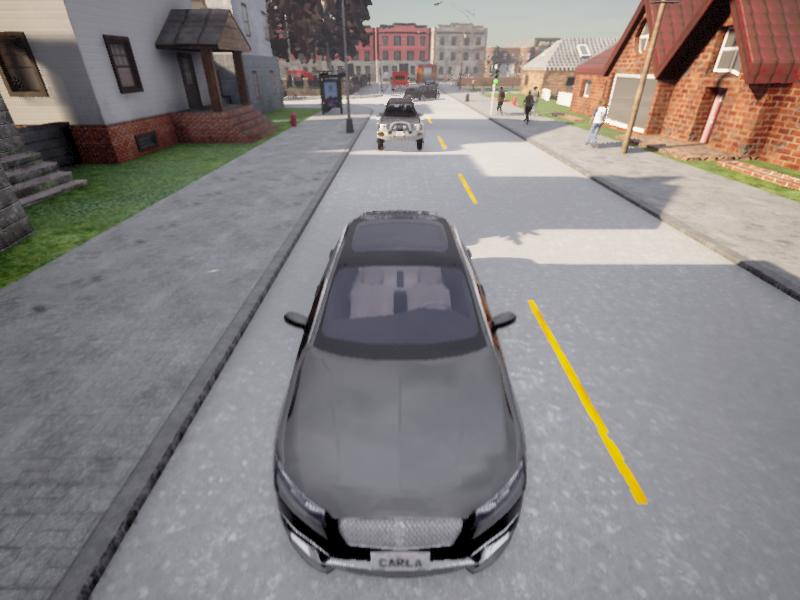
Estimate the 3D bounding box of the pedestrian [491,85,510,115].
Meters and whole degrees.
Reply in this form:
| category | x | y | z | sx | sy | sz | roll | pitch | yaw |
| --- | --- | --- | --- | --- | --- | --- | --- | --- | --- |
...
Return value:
| category | x | y | z | sx | sy | sz | roll | pitch | yaw |
| --- | --- | --- | --- | --- | --- | --- | --- | --- | --- |
| pedestrian | 6.950 | -13.852 | 27.706 | 0.751 | 1.860 | 0.751 | -7 | 31 | -11 |

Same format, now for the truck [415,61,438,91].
| category | x | y | z | sx | sy | sz | roll | pitch | yaw |
| --- | --- | --- | --- | --- | --- | --- | --- | --- | --- |
| truck | 4.004 | -34.987 | 62.267 | 2.891 | 3.827 | 8.468 | 0 | 30 | 0 |

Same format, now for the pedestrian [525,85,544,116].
| category | x | y | z | sx | sy | sz | roll | pitch | yaw |
| --- | --- | --- | --- | --- | --- | --- | --- | --- | --- |
| pedestrian | 9.094 | -13.551 | 27.189 | 0.751 | 1.860 | 0.751 | -1 | 30 | -2 |

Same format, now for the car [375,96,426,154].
| category | x | y | z | sx | sy | sz | roll | pitch | yaw |
| --- | --- | --- | --- | --- | --- | --- | --- | --- | --- |
| car | 0.014 | -7.818 | 17.594 | 1.932 | 1.855 | 4.605 | 0 | 30 | 0 |

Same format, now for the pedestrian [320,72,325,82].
| category | x | y | z | sx | sy | sz | roll | pitch | yaw |
| --- | --- | --- | --- | --- | --- | --- | --- | --- | --- |
| pedestrian | -16.816 | -48.447 | 87.048 | 0.751 | 1.860 | 0.751 | 3 | 30 | 5 |

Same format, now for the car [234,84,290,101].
| category | x | y | z | sx | sy | sz | roll | pitch | yaw |
| --- | --- | --- | --- | --- | --- | --- | --- | --- | --- |
| car | -14.217 | -21.529 | 41.473 | 4.902 | 1.511 | 2.128 | 0 | 30 | 0 |

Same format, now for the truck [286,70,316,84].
| category | x | y | z | sx | sy | sz | roll | pitch | yaw |
| --- | --- | --- | --- | --- | --- | --- | --- | --- | --- |
| truck | -19.892 | -44.766 | 80.382 | 5.204 | 2.467 | 2.627 | 0 | 30 | -1 |

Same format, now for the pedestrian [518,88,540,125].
| category | x | y | z | sx | sy | sz | roll | pitch | yaw |
| --- | --- | --- | --- | --- | --- | --- | --- | --- | --- |
| pedestrian | 7.443 | -11.212 | 23.176 | 0.751 | 1.860 | 0.751 | -1 | 30 | -1 |

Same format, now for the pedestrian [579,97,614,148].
| category | x | y | z | sx | sy | sz | roll | pitch | yaw |
| --- | --- | --- | --- | --- | --- | --- | --- | --- | --- |
| pedestrian | 8.075 | -7.328 | 16.513 | 0.751 | 1.860 | 0.751 | 3 | 30 | 6 |

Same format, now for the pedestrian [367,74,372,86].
| category | x | y | z | sx | sy | sz | roll | pitch | yaw |
| --- | --- | --- | --- | --- | --- | --- | --- | --- | --- |
| pedestrian | -5.261 | -37.799 | 68.786 | 0.751 | 1.860 | 0.751 | 0 | 30 | 0 |

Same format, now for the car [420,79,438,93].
| category | x | y | z | sx | sy | sz | roll | pitch | yaw |
| --- | --- | --- | --- | --- | --- | --- | --- | --- | --- |
| car | 3.998 | -29.654 | 55.411 | 2.128 | 1.511 | 4.902 | 0 | 30 | 0 |

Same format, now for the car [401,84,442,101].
| category | x | y | z | sx | sy | sz | roll | pitch | yaw |
| --- | --- | --- | --- | --- | --- | --- | --- | --- | --- |
| car | 2.335 | -21.837 | 42.013 | 1.837 | 1.490 | 4.892 | 20 | 35 | 30 |

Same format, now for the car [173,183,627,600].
| category | x | y | z | sx | sy | sz | roll | pitch | yaw |
| --- | --- | --- | --- | --- | --- | --- | --- | --- | --- |
| car | 0.002 | 0.098 | 4.373 | 2.128 | 1.511 | 4.902 | 0 | 30 | 0 |

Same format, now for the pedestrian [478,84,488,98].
| category | x | y | z | sx | sy | sz | roll | pitch | yaw |
| --- | --- | --- | --- | --- | --- | --- | --- | --- | --- |
| pedestrian | 9.121 | -22.914 | 43.807 | 0.751 | 1.300 | 0.751 | -4 | 30 | -7 |

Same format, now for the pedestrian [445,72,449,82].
| category | x | y | z | sx | sy | sz | roll | pitch | yaw |
| --- | --- | --- | --- | --- | --- | --- | --- | --- | --- |
| pedestrian | 10.360 | -49.196 | 88.341 | 0.751 | 1.860 | 0.751 | 3 | 30 | 5 |

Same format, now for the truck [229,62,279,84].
| category | x | y | z | sx | sy | sz | roll | pitch | yaw |
| --- | --- | --- | --- | --- | --- | --- | --- | --- | --- |
| truck | -29.052 | -45.353 | 80.039 | 8.468 | 3.827 | 2.891 | 0 | 30 | 0 |

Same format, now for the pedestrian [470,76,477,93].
| category | x | y | z | sx | sy | sz | roll | pitch | yaw |
| --- | --- | --- | --- | --- | --- | --- | --- | --- | --- |
| pedestrian | 9.352 | -27.383 | 50.920 | 0.751 | 1.860 | 0.751 | 8 | 31 | 13 |

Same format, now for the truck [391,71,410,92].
| category | x | y | z | sx | sy | sz | roll | pitch | yaw |
| --- | --- | --- | --- | --- | --- | --- | --- | --- | --- |
| truck | -0.008 | -31.794 | 58.134 | 2.627 | 2.467 | 5.204 | 0 | 30 | 0 |
